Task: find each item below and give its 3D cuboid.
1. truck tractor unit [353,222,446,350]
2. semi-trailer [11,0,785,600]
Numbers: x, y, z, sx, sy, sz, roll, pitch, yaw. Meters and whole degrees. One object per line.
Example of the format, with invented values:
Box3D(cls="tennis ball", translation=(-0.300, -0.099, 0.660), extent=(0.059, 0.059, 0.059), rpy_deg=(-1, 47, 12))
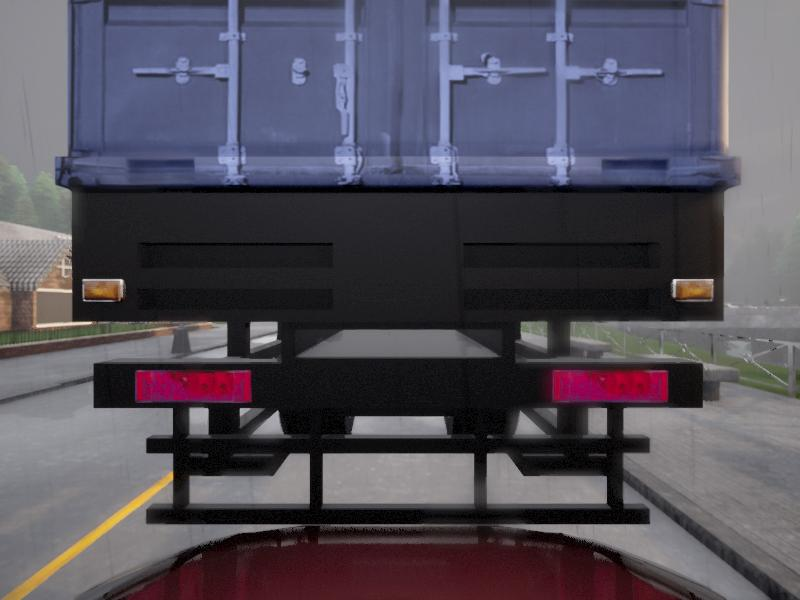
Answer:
Box3D(cls="truck tractor unit", translation=(-0.016, -0.481, 16.449), extent=(3.053, 4.208, 6.516), rpy_deg=(0, 0, 0))
Box3D(cls="semi-trailer", translation=(-0.009, -0.602, 8.540), extent=(2.717, 4.402, 14.254), rpy_deg=(0, 0, 0))
